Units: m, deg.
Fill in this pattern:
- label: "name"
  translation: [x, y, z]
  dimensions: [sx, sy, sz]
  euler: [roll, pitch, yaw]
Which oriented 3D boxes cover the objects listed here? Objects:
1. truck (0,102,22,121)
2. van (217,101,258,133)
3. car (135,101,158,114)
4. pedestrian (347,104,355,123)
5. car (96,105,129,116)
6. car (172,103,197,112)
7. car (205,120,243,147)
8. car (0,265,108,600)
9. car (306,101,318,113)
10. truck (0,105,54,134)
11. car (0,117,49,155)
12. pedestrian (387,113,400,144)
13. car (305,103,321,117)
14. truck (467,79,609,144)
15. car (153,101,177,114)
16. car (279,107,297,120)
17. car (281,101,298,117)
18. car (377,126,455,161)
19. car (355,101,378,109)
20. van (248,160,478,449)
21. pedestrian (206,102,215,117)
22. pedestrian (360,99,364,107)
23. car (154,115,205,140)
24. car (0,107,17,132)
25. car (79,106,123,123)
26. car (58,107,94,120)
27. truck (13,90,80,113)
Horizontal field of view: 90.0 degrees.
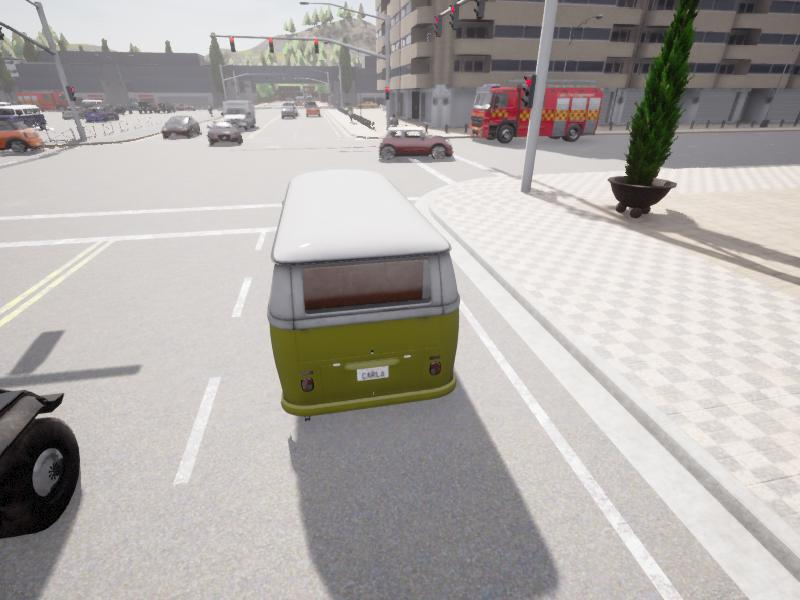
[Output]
- label: "truck"
  translation: [-50.561, -23.788, 50.341]
  dimensions: [2.069, 2.038, 4.478]
  euler: [-5, 28, -10]
- label: "van"
  translation: [-15.214, -17.455, 37.918]
  dimensions: [2.351, 2.431, 6.366]
  euler: [-5, 28, -10]
- label: "car"
  translation: [-42.795, -32.569, 67.618]
  dimensions: [1.905, 1.878, 3.866]
  euler: [-5, 28, -10]
- label: "pedestrian"
  translation: [-5.428, -20.519, 44.095]
  dimensions: [0.751, 1.860, 0.751]
  euler: [-5, 28, -10]
- label: "car"
  translation: [-44.207, -29.231, 61.636]
  dimensions: [2.033, 1.415, 5.357]
  euler: [-5, 28, -10]
- label: "car"
  translation: [-43.402, -38.813, 80.625]
  dimensions: [3.806, 1.475, 1.970]
  euler: [-5, 28, -10]
- label: "car"
  translation: [-12.013, -11.370, 27.193]
  dimensions: [1.994, 1.385, 4.181]
  euler: [-11, 29, -20]
- label: "car"
  translation: [-3.362, 1.528, 1.572]
  dimensions: [1.905, 1.878, 3.866]
  euler: [-5, 28, -10]
- label: "car"
  translation: [-16.082, -35.356, 73.337]
  dimensions: [1.905, 1.878, 3.866]
  euler: [-5, 28, -10]
- label: "truck"
  translation: [-32.341, -15.452, 34.102]
  dimensions: [2.069, 2.038, 4.478]
  euler: [-5, 28, -10]
- label: "car"
  translation: [-23.130, -9.165, 22.379]
  dimensions: [4.553, 1.767, 2.097]
  euler: [-10, 29, -19]
- label: "pedestrian"
  translation: [-0.433, -11.464, 26.726]
  dimensions: [0.751, 1.860, 0.751]
  euler: [-6, 28, -11]
- label: "car"
  translation: [-13.293, -29.001, 61.065]
  dimensions: [2.097, 1.767, 4.553]
  euler: [-5, 28, -10]
- label: "truck"
  translation: [9.340, -13.074, 27.712]
  dimensions: [8.468, 3.827, 2.891]
  euler: [-5, 28, -10]
- label: "car"
  translation: [-39.946, -32.807, 68.068]
  dimensions: [1.932, 1.855, 4.605]
  euler: [-5, 28, -10]
- label: "car"
  translation: [-15.731, -26.333, 56.313]
  dimensions: [2.033, 1.411, 5.357]
  euler: [-6, 28, -11]
- label: "car"
  translation: [-17.256, -30.017, 62.774]
  dimensions: [2.150, 2.045, 5.566]
  euler: [-5, 28, -10]
- label: "car"
  translation: [0.795, -8.118, 20.689]
  dimensions: [3.806, 1.475, 1.970]
  euler: [0, 27, 1]
- label: "car"
  translation: [-8.021, -47.085, 96.492]
  dimensions: [5.366, 1.575, 1.801]
  euler: [-5, 28, -10]
- label: "van"
  translation: [-0.682, -0.531, 5.468]
  dimensions: [1.775, 1.987, 4.442]
  euler: [-5, 28, -10]
- label: "pedestrian"
  translation: [-27.008, -27.129, 56.983]
  dimensions: [0.751, 1.860, 0.751]
  euler: [-6, 28, -11]
- label: "pedestrian"
  translation: [-9.735, -49.924, 101.282]
  dimensions: [0.751, 1.860, 0.751]
  euler: [-10, 29, -19]
- label: "car"
  translation: [-17.338, -13.760, 31.772]
  dimensions: [2.163, 1.488, 4.792]
  euler: [-5, 28, -10]
- label: "car"
  translation: [-35.168, -15.077, 33.584]
  dimensions: [1.932, 1.855, 4.605]
  euler: [-5, 28, -10]
- label: "car"
  translation: [-35.283, -21.962, 47.345]
  dimensions: [2.242, 1.667, 4.611]
  euler: [-5, 28, -10]
- label: "car"
  translation: [-42.053, -24.281, 52.022]
  dimensions: [1.970, 1.475, 3.806]
  euler: [-5, 28, -10]
- label: "truck"
  translation: [-67.358, -37.986, 76.386]
  dimensions: [8.468, 3.827, 2.891]
  euler: [-5, 28, -9]
